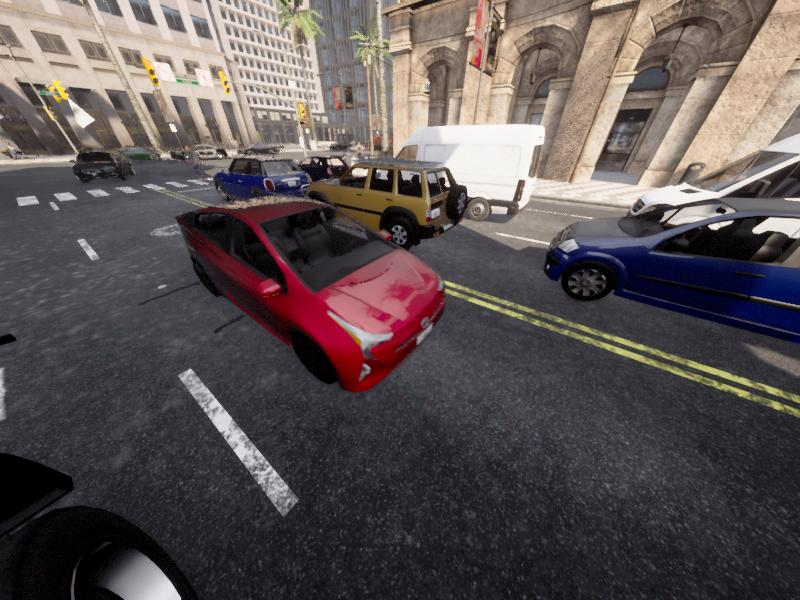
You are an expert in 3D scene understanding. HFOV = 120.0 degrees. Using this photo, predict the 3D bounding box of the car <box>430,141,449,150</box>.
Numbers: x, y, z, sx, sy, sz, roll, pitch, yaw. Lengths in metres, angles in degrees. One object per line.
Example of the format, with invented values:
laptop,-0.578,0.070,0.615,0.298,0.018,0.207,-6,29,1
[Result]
car,8.948,-34.828,52.082,2.038,1.542,4.974,22,41,28

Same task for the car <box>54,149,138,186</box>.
car,-18.344,-8.305,14.281,1.837,1.490,4.892,-23,41,-28

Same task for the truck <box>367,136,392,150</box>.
truck,-4.436,-34.846,51.208,2.627,2.467,5.204,23,41,28

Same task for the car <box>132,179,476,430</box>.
car,-1.552,-0.632,3.472,4.514,1.525,2.007,23,41,28

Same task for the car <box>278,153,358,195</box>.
car,-4.217,-6.632,11.973,3.633,1.501,1.845,23,41,28

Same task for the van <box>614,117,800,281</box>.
van,8.506,-1.848,4.395,5.915,2.561,1.988,22,41,28

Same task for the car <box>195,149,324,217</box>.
car,-5.533,-4.809,9.147,4.553,1.767,2.097,22,41,28

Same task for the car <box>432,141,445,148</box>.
car,10.702,-43.251,64.185,1.970,1.475,3.806,22,41,28

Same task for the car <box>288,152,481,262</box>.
car,-0.575,-2.830,6.299,4.605,1.855,1.932,22,41,28

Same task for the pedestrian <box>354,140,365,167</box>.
pedestrian,-3.427,-12.376,19.540,0.751,1.860,0.751,-5,35,-7

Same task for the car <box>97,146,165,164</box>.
car,-28.096,-15.318,24.278,1.994,1.385,4.181,22,41,28

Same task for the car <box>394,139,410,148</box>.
car,0.577,-41.714,61.588,2.185,1.767,4.553,22,41,28

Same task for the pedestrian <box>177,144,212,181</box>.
pedestrian,-12.343,-8.274,13.919,0.751,1.860,0.751,23,41,29

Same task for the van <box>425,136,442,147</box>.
van,9.864,-46.581,67.873,1.988,2.561,5.915,22,41,28

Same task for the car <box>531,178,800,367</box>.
car,4.548,-0.620,3.433,3.988,1.617,1.851,22,41,28

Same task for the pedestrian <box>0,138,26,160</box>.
pedestrian,-39.328,-15.215,23.321,0.751,1.860,0.751,19,39,24

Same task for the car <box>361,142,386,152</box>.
car,-5.183,-30.364,45.701,2.163,1.488,4.792,22,41,28

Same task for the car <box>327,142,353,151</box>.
car,-12.209,-31.345,47.049,2.163,1.488,4.792,22,41,28

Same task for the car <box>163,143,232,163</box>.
car,-22.410,-16.537,25.812,1.930,1.638,5.238,22,41,28

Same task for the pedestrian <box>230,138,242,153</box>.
pedestrian,-24.930,-23.475,35.148,0.751,1.860,0.751,-8,36,-11

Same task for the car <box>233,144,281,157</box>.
car,-20.348,-21.578,33.199,2.033,1.411,5.357,22,41,28

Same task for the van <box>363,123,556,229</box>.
van,1.654,-4.658,8.337,5.915,2.561,1.988,22,41,28
